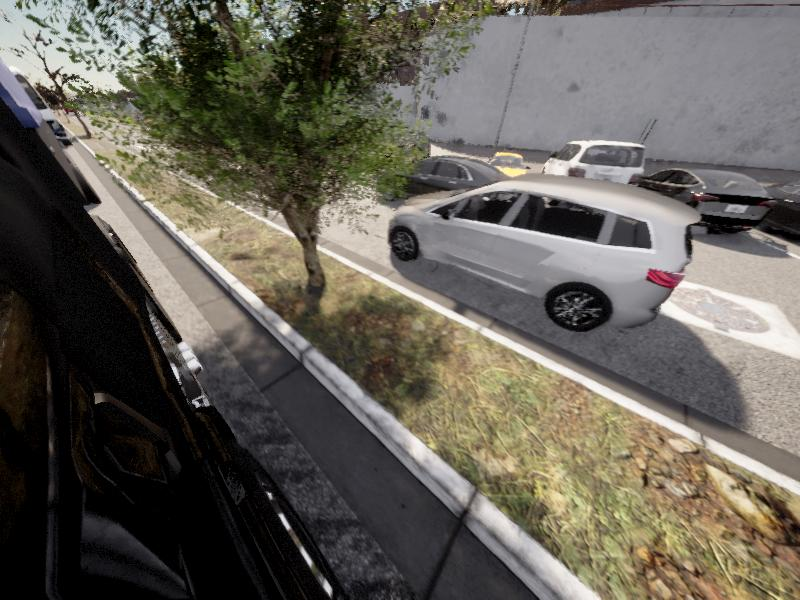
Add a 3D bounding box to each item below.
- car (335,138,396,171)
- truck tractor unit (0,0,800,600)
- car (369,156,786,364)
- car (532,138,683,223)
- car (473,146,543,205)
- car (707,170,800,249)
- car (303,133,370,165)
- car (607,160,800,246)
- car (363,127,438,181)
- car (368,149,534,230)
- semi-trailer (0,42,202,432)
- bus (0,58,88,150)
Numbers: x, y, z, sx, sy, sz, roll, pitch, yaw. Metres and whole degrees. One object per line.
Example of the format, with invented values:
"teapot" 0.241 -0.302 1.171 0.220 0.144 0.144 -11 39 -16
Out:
"car" -2.042 -9.720 15.205 2.002 1.452 4.674 15 38 14
"truck tractor unit" -2.645 -0.295 0.351 6.516 4.208 3.053 28 44 30
"car" 1.911 -1.329 4.138 4.611 1.667 2.242 28 44 30
"car" 7.157 -5.028 9.083 2.435 2.045 5.566 14 38 15
"car" 4.781 -5.941 10.564 1.946 1.575 5.366 15 38 14
"car" 11.734 -2.328 6.232 2.002 1.452 4.674 14 38 14
"car" -4.281 -11.099 16.805 1.946 1.575 5.366 14 38 15
"car" 9.437 -3.579 7.752 2.163 1.488 4.792 14 38 15
"car" 0.260 -8.690 13.519 2.435 2.045 5.566 15 38 14
"car" 1.337 -3.924 7.699 4.892 1.490 1.837 28 44 30
"semi-trailer" -8.710 -3.606 4.202 14.254 4.402 2.717 28 44 30
"bus" -26.869 -13.522 16.152 10.273 4.253 3.944 28 44 30
